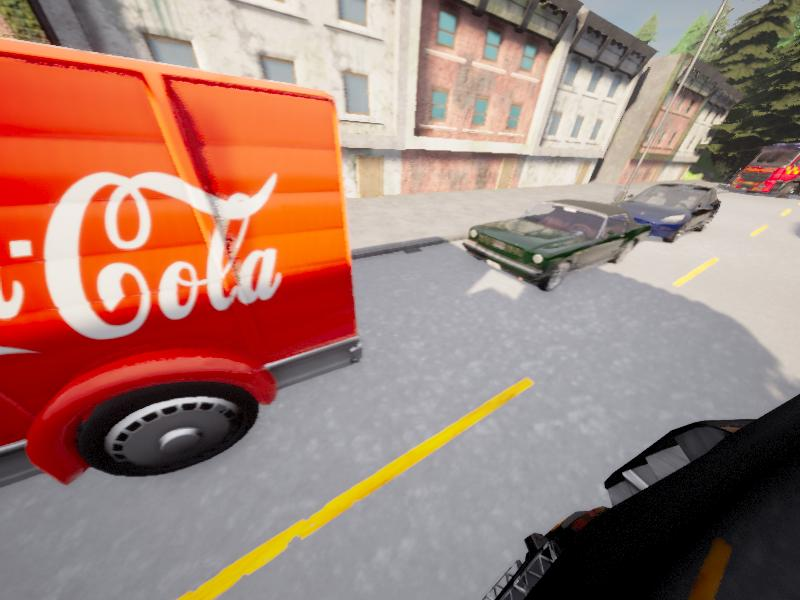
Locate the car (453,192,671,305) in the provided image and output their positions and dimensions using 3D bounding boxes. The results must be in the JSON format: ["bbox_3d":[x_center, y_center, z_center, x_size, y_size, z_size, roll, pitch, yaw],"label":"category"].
[{"bbox_3d":[3.745,-1.514,5.323,4.718,1.301,1.895,-16,38,-26],"label":"car"}]

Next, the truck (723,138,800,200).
[{"bbox_3d":[32.267,-9.664,17.399,8.468,3.827,2.891,9,34,9],"label":"truck"}]

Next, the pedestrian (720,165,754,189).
[{"bbox_3d":[32.239,-11.792,22.139,0.751,1.860,0.751,14,35,17],"label":"pedestrian"}]

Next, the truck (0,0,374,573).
[{"bbox_3d":[-3.128,-0.027,1.517,5.204,2.467,2.627,-16,38,-26],"label":"truck"}]

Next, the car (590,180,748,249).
[{"bbox_3d":[9.465,-3.240,8.173,4.792,1.488,2.163,-16,38,-26],"label":"car"}]
